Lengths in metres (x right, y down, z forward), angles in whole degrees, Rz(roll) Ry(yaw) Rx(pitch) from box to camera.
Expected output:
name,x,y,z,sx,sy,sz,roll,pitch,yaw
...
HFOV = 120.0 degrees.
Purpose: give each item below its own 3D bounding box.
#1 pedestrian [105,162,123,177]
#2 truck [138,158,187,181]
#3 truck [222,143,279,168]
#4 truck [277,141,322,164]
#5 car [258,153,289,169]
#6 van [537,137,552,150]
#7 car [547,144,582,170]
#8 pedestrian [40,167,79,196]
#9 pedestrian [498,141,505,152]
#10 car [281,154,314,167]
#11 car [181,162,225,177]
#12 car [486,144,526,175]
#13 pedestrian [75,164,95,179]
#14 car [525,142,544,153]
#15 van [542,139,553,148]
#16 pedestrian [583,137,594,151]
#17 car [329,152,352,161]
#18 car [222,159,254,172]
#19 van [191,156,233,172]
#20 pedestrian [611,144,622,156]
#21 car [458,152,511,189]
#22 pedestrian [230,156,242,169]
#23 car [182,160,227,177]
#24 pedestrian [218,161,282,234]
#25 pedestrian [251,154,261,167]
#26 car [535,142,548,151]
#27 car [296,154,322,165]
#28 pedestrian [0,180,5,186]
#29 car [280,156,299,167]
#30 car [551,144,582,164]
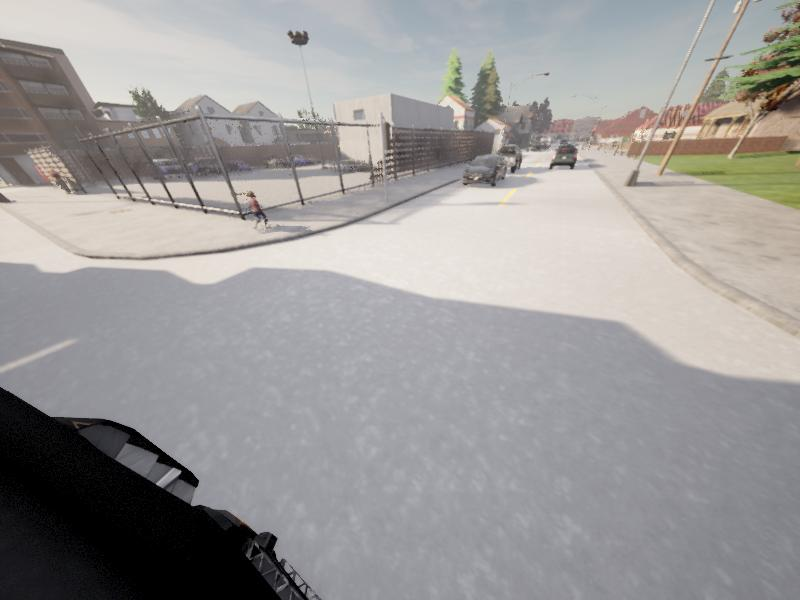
name,x,y,z,sx,sy,sz,roll,pitch,yaw
pedestrian,-43.597,-19.919,35.212,0.751,1.860,0.751,9,36,18
truck,-27.056,-14.876,26.343,4.478,2.038,2.069,16,38,26
truck,-29.494,-29.013,46.190,2.891,3.827,8.468,16,38,26
truck,-21.715,-32.316,50.518,2.891,3.827,8.468,16,38,26
car,-19.581,-21.509,35.822,3.866,1.878,1.905,16,38,26
van,36.370,-39.187,57.901,2.351,2.431,6.366,16,38,26
car,13.700,-11.970,19.318,1.851,1.617,3.988,16,38,26
pedestrian,-25.365,-8.850,17.248,0.751,1.860,0.751,16,38,26
pedestrian,20.842,-31.498,47.509,0.751,1.860,0.751,16,38,26
car,-17.211,-23.501,38.806,4.611,1.667,2.242,16,38,26
car,-24.919,-16.554,29.246,5.357,1.415,2.033,16,38,26
car,8.676,-11.514,18.785,1.932,1.855,4.605,16,38,26
pedestrian,-44.473,-18.160,32.650,0.751,1.860,0.751,12,37,22
car,26.164,-29.789,45.042,1.789,1.549,3.705,27,44,37
van,42.536,-45.159,66.714,2.069,2.038,4.480,16,38,26
pedestrian,31.107,-25.770,38.137,0.751,1.860,0.751,23,42,34
car,-14.843,-35.867,57.746,5.366,1.575,1.801,-6,34,-5
car,-22.937,-19.042,32.702,3.633,1.501,1.845,16,38,26
van,-30.848,-22.436,38.054,2.069,2.038,4.480,16,37,26
pedestrian,24.864,-17.241,26.554,0.500,1.100,0.500,16,38,26
car,5.321,-8.075,14.248,1.837,1.490,4.892,16,38,26
pedestrian,-26.640,-22.391,37.599,0.751,1.860,0.751,12,36,21
car,-24.670,-16.687,29.297,1.789,1.547,3.705,16,38,26
pedestrian,-4.411,-3.045,6.910,0.751,1.860,0.751,15,38,25
pedestrian,-25.487,-24.656,40.896,0.751,1.860,0.751,-3,34,1
car,30.434,-33.030,49.615,1.816,1.474,4.193,16,38,26
car,-16.258,-25.209,41.409,4.193,1.474,1.816,16,38,26
pedestrian,-51.428,-15.457,29.151,0.751,1.860,0.751,19,39,29
car,-17.743,-22.200,37.090,2.207,1.379,1.481,16,38,26
car,17.075,-15.149,23.881,2.007,1.525,4.514,15,38,25
